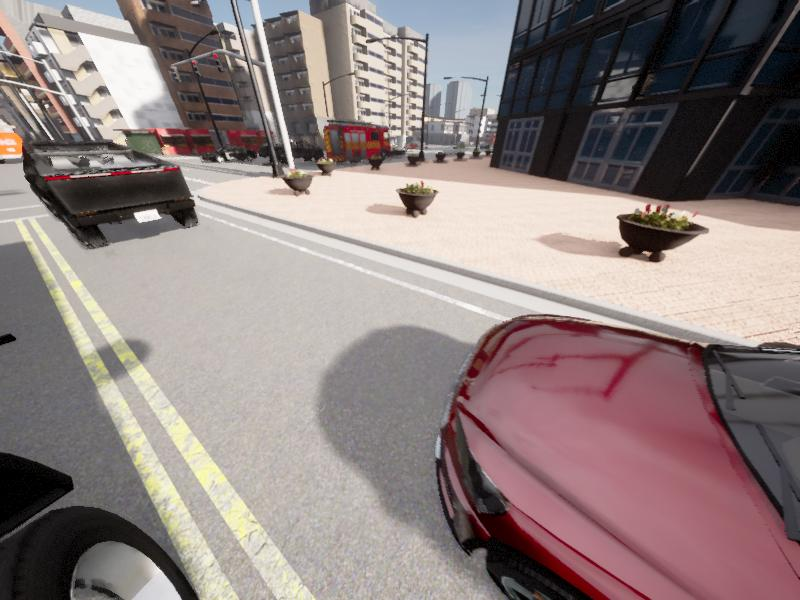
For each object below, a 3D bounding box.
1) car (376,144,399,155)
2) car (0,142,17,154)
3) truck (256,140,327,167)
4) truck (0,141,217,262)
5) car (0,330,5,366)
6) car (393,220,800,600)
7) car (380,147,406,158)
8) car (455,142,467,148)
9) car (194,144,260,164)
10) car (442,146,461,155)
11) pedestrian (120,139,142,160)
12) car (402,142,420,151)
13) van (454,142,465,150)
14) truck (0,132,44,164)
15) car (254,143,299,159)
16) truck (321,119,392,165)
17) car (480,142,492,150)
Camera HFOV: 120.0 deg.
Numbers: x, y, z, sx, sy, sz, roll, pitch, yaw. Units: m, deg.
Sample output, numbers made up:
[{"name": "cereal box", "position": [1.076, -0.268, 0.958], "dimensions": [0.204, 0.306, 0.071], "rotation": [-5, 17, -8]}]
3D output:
[{"name": "car", "position": [-2.405, -30.086, 46.106], "dimensions": [1.801, 1.575, 5.366], "rotation": [21, 39, 26]}, {"name": "car", "position": [-59.488, -22.668, 34.388], "dimensions": [4.181, 1.385, 1.994], "rotation": [21, 40, 27]}, {"name": "truck", "position": [-11.109, -15.567, 24.346], "dimensions": [2.390, 2.098, 6.274], "rotation": [21, 39, 26]}, {"name": "truck", "position": [-8.544, -3.266, 6.654], "dimensions": [6.274, 2.098, 2.390], "rotation": [21, 40, 27]}, {"name": "car", "position": [-7.427, -0.184, 2.775], "dimensions": [4.974, 1.542, 2.038], "rotation": [21, 40, 26]}, {"name": "car", "position": [2.558, 1.220, 0.787], "dimensions": [4.856, 1.649, 2.033], "rotation": [21, 40, 27]}, {"name": "car", "position": [-1.021, -23.911, 37.397], "dimensions": [1.895, 1.301, 4.718], "rotation": [21, 39, 27]}, {"name": "car", "position": [21.520, -54.672, 81.401], "dimensions": [2.242, 1.667, 4.611], "rotation": [21, 41, 26]}, {"name": "car", "position": [-18.737, -16.099, 25.371], "dimensions": [1.930, 1.638, 5.238], "rotation": [21, 40, 26]}, {"name": "car", "position": [10.429, -30.144, 46.598], "dimensions": [1.812, 1.442, 4.674], "rotation": [21, 39, 26]}, {"name": "pedestrian", "position": [-29.073, -16.314, 24.998], "dimensions": [0.751, 1.860, 0.751], "rotation": [24, 42, 30]}, {"name": "car", "position": [2.715, -37.027, 55.680], "dimensions": [2.033, 1.649, 4.856], "rotation": [21, 39, 26]}, {"name": "van", "position": [18.772, -48.604, 72.701], "dimensions": [1.775, 1.987, 4.442], "rotation": [21, 41, 26]}, {"name": "truck", "position": [-39.508, -15.379, 23.285], "dimensions": [5.204, 2.467, 2.627], "rotation": [22, 40, 26]}, {"name": "car", "position": [-17.207, -21.046, 32.563], "dimensions": [1.930, 1.638, 5.238], "rotation": [20, 39, 26]}, {"name": "truck", "position": [-4.569, -18.245, 26.837], "dimensions": [2.891, 3.827, 8.468], "rotation": [21, 39, 26]}, {"name": "car", "position": [26.972, -48.401, 72.543], "dimensions": [2.097, 1.767, 4.553], "rotation": [21, 41, 26]}]
